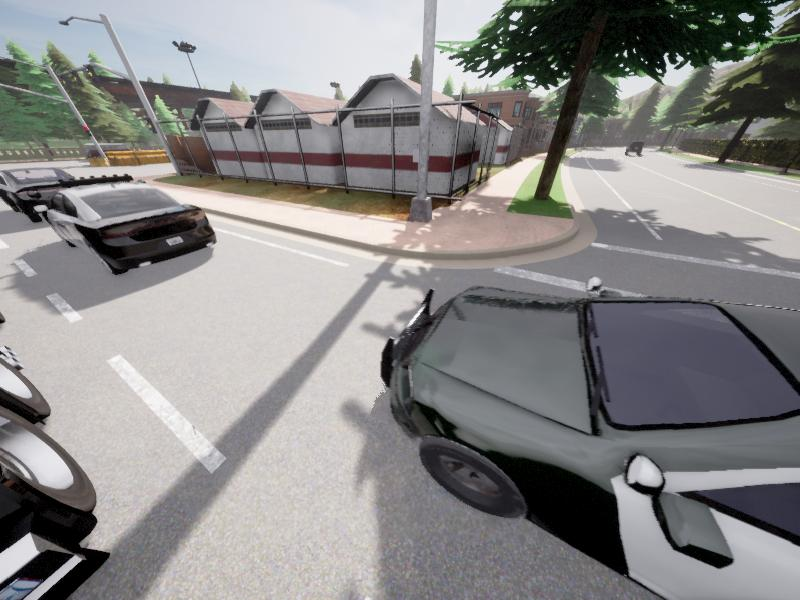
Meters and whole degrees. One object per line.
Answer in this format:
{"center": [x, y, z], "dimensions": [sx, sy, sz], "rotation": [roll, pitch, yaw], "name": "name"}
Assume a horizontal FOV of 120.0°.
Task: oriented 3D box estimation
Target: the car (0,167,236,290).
{"center": [-6.794, -2.071, 5.583], "dimensions": [5.238, 1.638, 1.930], "rotation": [18, 39, 24], "name": "car"}

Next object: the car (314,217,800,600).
{"center": [2.199, 0.833, 1.444], "dimensions": [4.974, 1.542, 2.038], "rotation": [17, 39, 24], "name": "car"}

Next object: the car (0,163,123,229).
{"center": [-13.222, -4.062, 8.603], "dimensions": [4.902, 1.511, 2.128], "rotation": [18, 39, 24], "name": "car"}

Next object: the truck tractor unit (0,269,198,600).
{"center": [-5.120, -0.292, 0.766], "dimensions": [6.516, 4.208, 3.053], "rotation": [18, 39, 24], "name": "truck tractor unit"}

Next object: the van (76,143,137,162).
{"center": [-39.633, -20.079, 31.374], "dimensions": [1.775, 1.987, 4.442], "rotation": [16, 38, 22], "name": "van"}

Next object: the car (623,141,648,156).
{"center": [37.034, -23.975, 36.419], "dimensions": [1.905, 1.878, 3.866], "rotation": [23, 41, 29], "name": "car"}

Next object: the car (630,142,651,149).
{"center": [59.600, -38.338, 57.294], "dimensions": [5.357, 1.411, 2.033], "rotation": [-21, 40, -27], "name": "car"}
